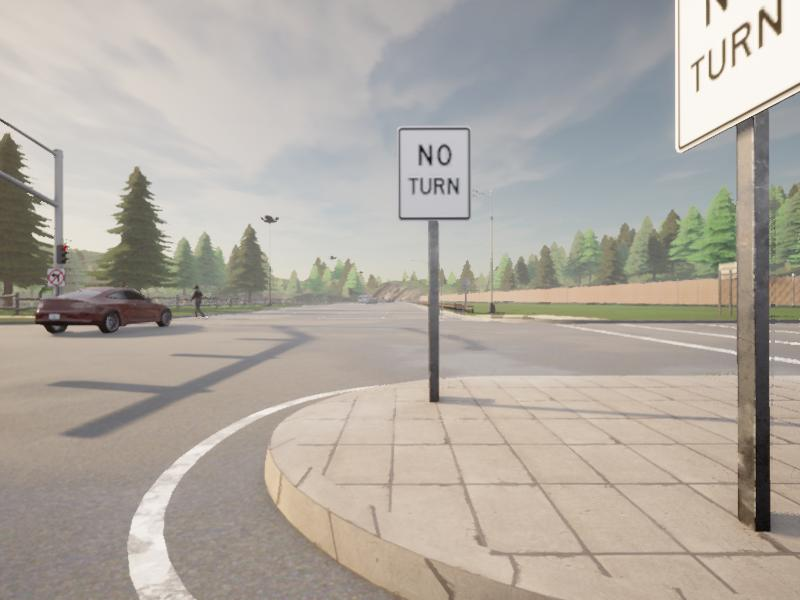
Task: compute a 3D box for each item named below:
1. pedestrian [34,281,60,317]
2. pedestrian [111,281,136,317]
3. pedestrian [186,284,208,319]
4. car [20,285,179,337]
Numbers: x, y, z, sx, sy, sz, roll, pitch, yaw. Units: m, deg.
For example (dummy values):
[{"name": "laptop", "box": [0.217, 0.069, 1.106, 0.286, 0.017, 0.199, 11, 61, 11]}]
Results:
[{"name": "pedestrian", "box": [-18.809, -0.058, 21.325, 0.751, 1.860, 0.751, 0, 0, 4]}, {"name": "pedestrian", "box": [-14.494, -0.070, 20.997, 0.751, 1.860, 0.751, 0, 0, 4]}, {"name": "pedestrian", "box": [-10.811, 0.073, 21.341, 0.751, 1.860, 0.751, 0, 0, 4]}, {"name": "car", "box": [-9.641, 0.300, 13.450, 1.812, 1.442, 4.674, 0, 0, 0]}]
